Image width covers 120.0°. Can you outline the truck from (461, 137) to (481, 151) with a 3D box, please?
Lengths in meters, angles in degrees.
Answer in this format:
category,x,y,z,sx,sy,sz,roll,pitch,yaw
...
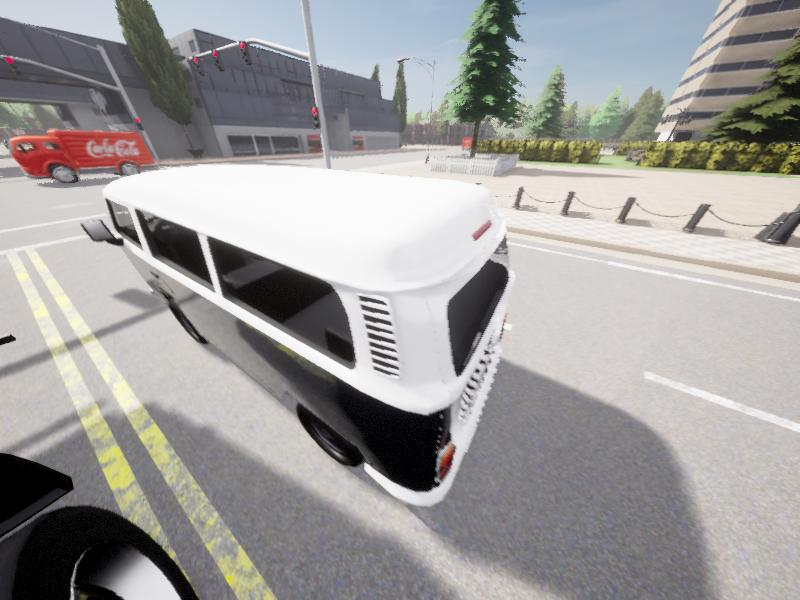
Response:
category,x,y,z,sx,sy,sz,roll,pitch,yaw
truck,16.316,-35.689,52.884,2.627,2.467,5.204,20,40,26

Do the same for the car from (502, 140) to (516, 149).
category,x,y,z,sx,sy,sz,roll,pitch,yaw
car,32.179,-45.894,68.017,2.150,2.045,5.566,21,40,26

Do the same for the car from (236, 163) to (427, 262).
category,x,y,z,sx,sy,sz,roll,pitch,yaw
car,-1.989,-2.770,6.528,4.974,1.542,2.038,21,40,26

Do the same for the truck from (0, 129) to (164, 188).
category,x,y,z,sx,sy,sz,roll,pitch,yaw
truck,-18.384,-8.469,13.627,2.627,2.467,5.204,20,39,26

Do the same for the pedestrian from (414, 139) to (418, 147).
category,x,y,z,sx,sy,sz,roll,pitch,yaw
pedestrian,4.781,-47.167,69.323,0.751,1.860,0.751,13,37,17

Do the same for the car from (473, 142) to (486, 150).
category,x,y,z,sx,sy,sz,roll,pitch,yaw
car,19.826,-38.430,57.656,1.845,1.501,3.633,21,40,26

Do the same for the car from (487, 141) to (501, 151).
category,x,y,z,sx,sy,sz,roll,pitch,yaw
car,22.955,-37.628,56.256,1.905,1.878,3.866,21,40,26

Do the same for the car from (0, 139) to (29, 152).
category,x,y,z,sx,sy,sz,roll,pitch,yaw
car,-63.488,-25.458,37.996,3.988,1.617,1.851,22,40,28

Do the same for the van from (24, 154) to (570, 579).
category,x,y,z,sx,sy,sz,roll,pitch,yaw
van,-1.198,-0.288,2.555,4.480,2.038,2.069,20,40,26
